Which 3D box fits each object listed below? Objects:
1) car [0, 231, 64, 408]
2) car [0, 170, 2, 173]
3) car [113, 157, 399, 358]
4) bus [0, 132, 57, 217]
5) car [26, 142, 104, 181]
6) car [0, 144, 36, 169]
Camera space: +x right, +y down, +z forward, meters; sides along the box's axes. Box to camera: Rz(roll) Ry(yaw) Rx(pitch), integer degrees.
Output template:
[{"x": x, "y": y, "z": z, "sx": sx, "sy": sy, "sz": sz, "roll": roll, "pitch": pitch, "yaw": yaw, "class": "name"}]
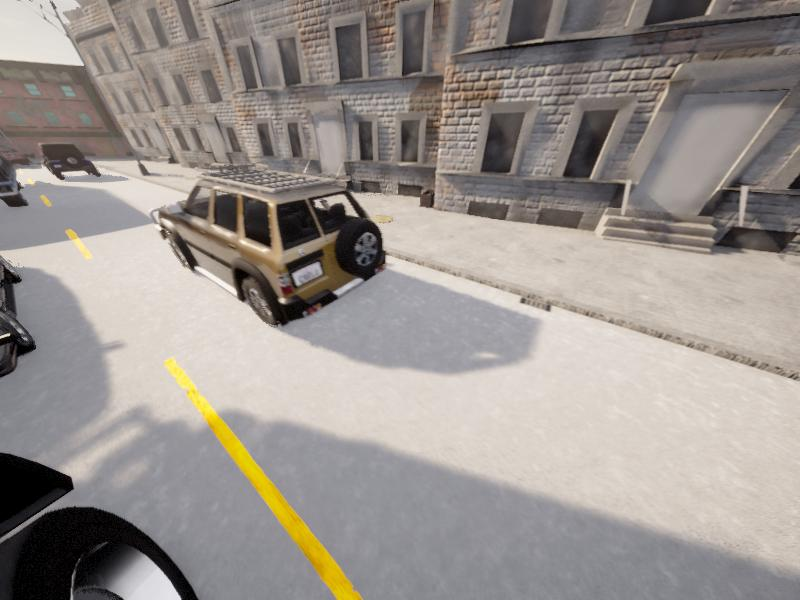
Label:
[{"x": -6.600, "y": -0.088, "z": 2.785, "sx": 5.357, "sy": 1.411, "sz": 2.033, "roll": 22, "pitch": 40, "yaw": 28, "class": "car"}, {"x": -31.092, "y": -9.715, "z": 15.829, "sx": 3.866, "sy": 1.878, "sz": 1.905, "roll": 6, "pitch": 35, "yaw": 8, "class": "car"}, {"x": -2.458, "y": -1.260, "z": 4.055, "sx": 4.605, "sy": 1.855, "sz": 1.932, "roll": 22, "pitch": 41, "yaw": 28, "class": "car"}, {"x": -18.144, "y": -5.983, "z": 8.579, "sx": 10.273, "sy": 4.253, "sz": 3.944, "roll": 23, "pitch": 41, "yaw": 29, "class": "bus"}, {"x": -21.709, "y": -9.088, "z": 15.008, "sx": 3.866, "sy": 1.878, "sz": 1.905, "roll": 22, "pitch": 41, "yaw": 28, "class": "car"}, {"x": -34.531, "y": -12.018, "z": 19.320, "sx": 3.988, "sy": 1.617, "sz": 1.851, "roll": -3, "pitch": 35, "yaw": -5, "class": "car"}]
